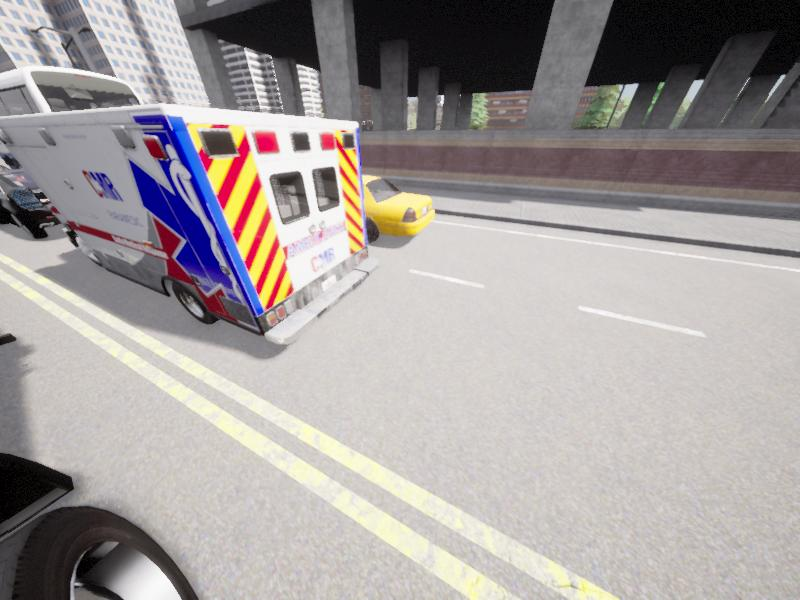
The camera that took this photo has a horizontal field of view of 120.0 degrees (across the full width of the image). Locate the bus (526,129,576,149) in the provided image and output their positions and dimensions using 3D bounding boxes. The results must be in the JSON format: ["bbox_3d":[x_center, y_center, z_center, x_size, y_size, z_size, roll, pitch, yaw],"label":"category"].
[{"bbox_3d":[40.432,-43.587,62.439,10.273,4.253,3.944,15,38,20],"label":"bus"}]

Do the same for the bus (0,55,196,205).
[{"bbox_3d":[-16.206,-7.822,11.235,10.273,4.253,3.944,15,38,20],"label":"bus"}]

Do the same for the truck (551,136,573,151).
[{"bbox_3d":[33.749,-32.788,48.326,2.615,2.467,5.204,15,38,20],"label":"truck"}]

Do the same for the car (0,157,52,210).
[{"bbox_3d":[-16.384,-4.621,9.030,3.705,1.549,1.789,15,38,20],"label":"car"}]

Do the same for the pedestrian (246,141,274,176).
[{"bbox_3d":[-8.877,-8.998,14.728,0.751,1.860,0.751,15,38,20],"label":"pedestrian"}]

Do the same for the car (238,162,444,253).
[{"bbox_3d":[-1.698,-2.881,6.634,5.366,1.575,1.801,15,38,20],"label":"car"}]

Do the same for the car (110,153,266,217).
[{"bbox_3d":[-8.120,-4.655,9.033,4.611,1.667,2.242,15,38,20],"label":"car"}]

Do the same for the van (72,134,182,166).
[{"bbox_3d":[-26.862,-15.216,23.256,2.351,2.431,6.366,15,38,20],"label":"van"}]

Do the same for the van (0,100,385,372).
[{"bbox_3d":[-3.657,-1.538,3.976,6.366,2.431,2.351,15,38,20],"label":"van"}]

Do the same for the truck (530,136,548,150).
[{"bbox_3d":[29.844,-33.851,49.810,2.615,2.467,5.204,15,38,20],"label":"truck"}]

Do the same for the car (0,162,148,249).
[{"bbox_3d":[-10.556,-3.026,6.841,4.902,1.511,2.128,15,38,20],"label":"car"}]
